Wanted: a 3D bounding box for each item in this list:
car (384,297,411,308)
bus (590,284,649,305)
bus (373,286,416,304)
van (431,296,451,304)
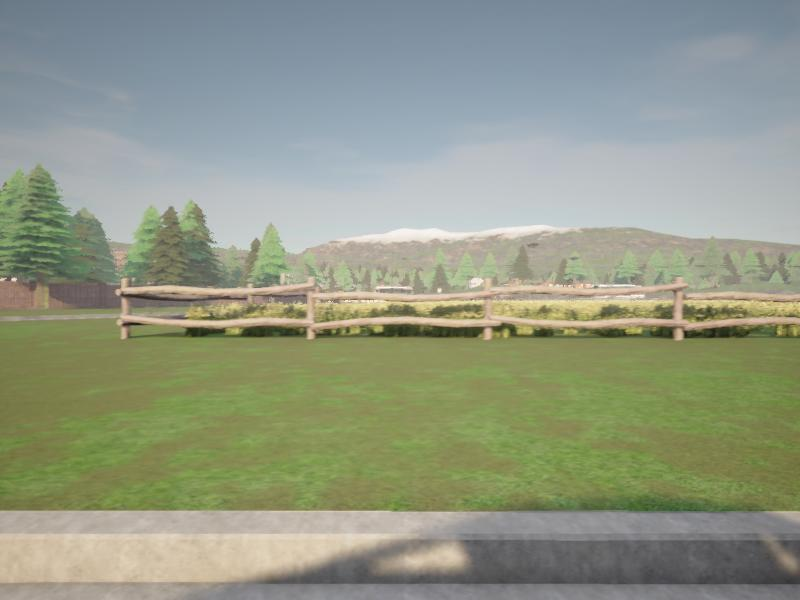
[{"bbox_3d":[-0.303,0.307,53.300,1.994,1.385,4.181,0,0,25],"label":"car"},{"bbox_3d":[46.401,-1.119,84.847,10.273,4.253,3.944,0,0,0],"label":"bus"},{"bbox_3d":[-1.319,-1.140,98.625,10.273,4.253,3.944,0,0,0],"label":"bus"},{"bbox_3d":[9.373,0.001,91.554,4.442,1.987,1.775,0,0,0],"label":"van"}]
